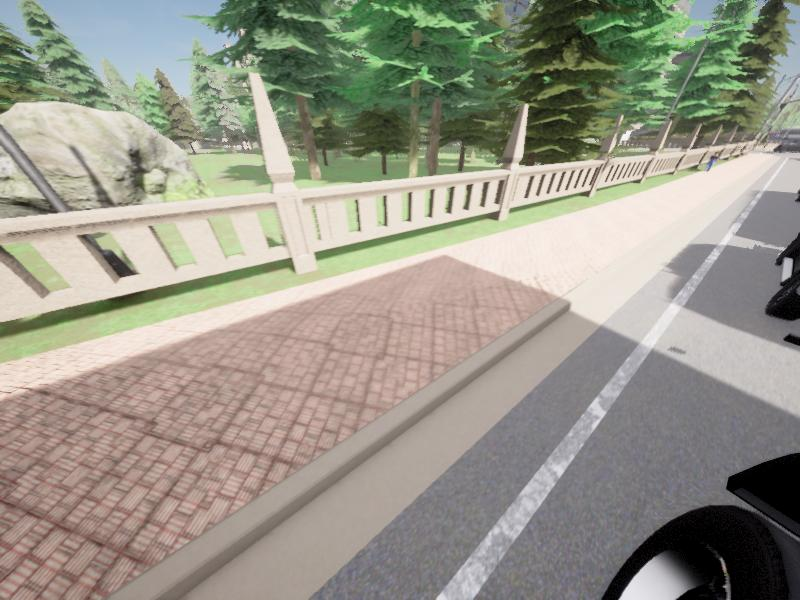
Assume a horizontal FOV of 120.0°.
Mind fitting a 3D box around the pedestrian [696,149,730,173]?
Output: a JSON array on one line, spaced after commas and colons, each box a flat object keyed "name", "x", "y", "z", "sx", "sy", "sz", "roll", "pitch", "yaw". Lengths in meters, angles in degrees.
[{"name": "pedestrian", "x": 20.927, "y": -9.290, "z": 15.466, "sx": 0.751, "sy": 1.300, "sz": 0.751, "roll": -22, "pitch": 41, "yaw": -28}]

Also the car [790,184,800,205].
[{"name": "car", "x": 17.532, "y": -4.629, "z": 8.997, "sx": 3.633, "sy": 1.501, "sz": 1.845, "roll": -22, "pitch": 41, "yaw": -28}]

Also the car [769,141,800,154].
[{"name": "car", "x": 56.912, "y": -21.869, "z": 33.073, "sx": 3.633, "sy": 1.501, "sz": 1.845, "roll": 20, "pitch": 40, "yaw": 26}]

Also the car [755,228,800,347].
[{"name": "car", "x": 7.398, "y": -0.639, "z": 3.121, "sx": 4.605, "sy": 1.855, "sz": 1.932, "roll": -22, "pitch": 41, "yaw": -28}]
